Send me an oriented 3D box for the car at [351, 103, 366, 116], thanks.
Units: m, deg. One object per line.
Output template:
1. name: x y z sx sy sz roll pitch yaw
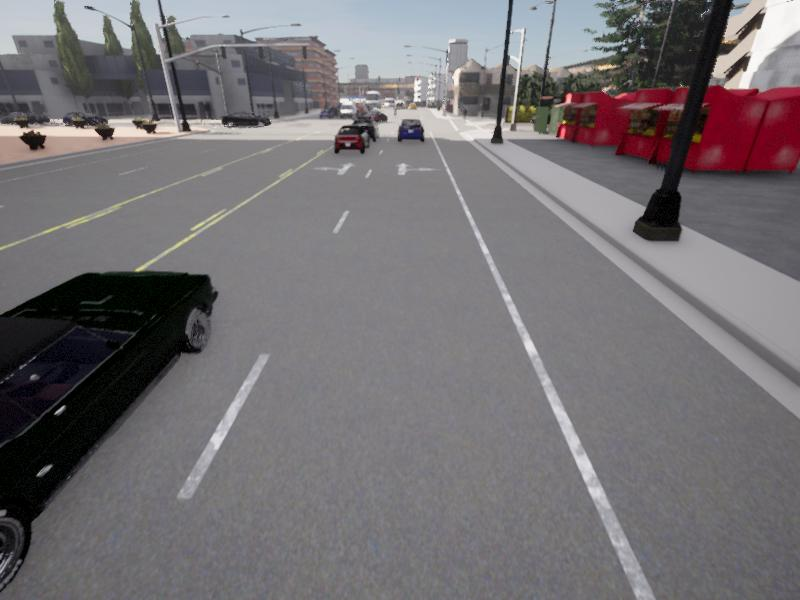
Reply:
1. car: -8.028 -37.162 77.925 2.150 2.045 5.566 1 27 2

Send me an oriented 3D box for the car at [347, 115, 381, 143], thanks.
1. car: -2.637 -12.996 30.270 1.930 1.638 5.238 1 27 1

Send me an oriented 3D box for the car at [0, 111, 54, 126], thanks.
1. car: -44.130 -21.228 46.745 5.357 1.411 2.033 2 26 3

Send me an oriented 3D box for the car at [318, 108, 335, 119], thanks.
1. car: -11.973 -30.346 65.164 1.816 1.474 4.193 1 26 2

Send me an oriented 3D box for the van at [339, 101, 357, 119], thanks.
1. van: -8.440 -31.096 65.487 1.988 2.561 5.915 1 27 1

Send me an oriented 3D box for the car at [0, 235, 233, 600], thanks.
1. car: -3.547 0.772 3.704 1.895 1.301 4.718 1 27 1

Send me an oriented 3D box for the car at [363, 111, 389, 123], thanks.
1. car: -3.153 -24.828 54.269 1.994 1.385 4.181 9 28 18

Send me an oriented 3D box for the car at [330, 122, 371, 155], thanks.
1. car: -2.857 -9.808 24.175 1.816 1.474 4.193 1 27 2

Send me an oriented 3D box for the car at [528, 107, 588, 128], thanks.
1. car: 17.421 -20.328 44.512 5.566 2.045 2.150 1 26 2

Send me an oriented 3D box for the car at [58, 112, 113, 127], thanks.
1. car: -33.922 -19.492 43.192 4.193 1.474 1.816 1 26 2

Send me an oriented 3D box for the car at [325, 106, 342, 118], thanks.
1. car: -11.752 -33.549 71.352 1.930 1.638 5.238 1 27 2

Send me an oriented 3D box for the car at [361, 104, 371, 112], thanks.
1. car: -7.635 -43.192 89.979 1.816 1.474 4.193 1 28 1

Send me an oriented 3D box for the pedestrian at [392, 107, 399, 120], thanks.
1. pedestrian: -0.659 -28.428 60.925 0.751 1.860 0.751 -16 30 -29

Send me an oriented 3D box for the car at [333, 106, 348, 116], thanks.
1. car: -11.545 -36.851 77.868 1.882 1.535 5.008 1 27 2

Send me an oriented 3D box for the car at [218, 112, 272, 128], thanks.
1. car: -16.577 -19.414 43.096 5.008 1.535 1.882 -3 27 -6

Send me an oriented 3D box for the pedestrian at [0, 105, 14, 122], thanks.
1. pedestrian: -50.291 -23.805 51.014 0.751 1.860 0.751 17 31 30

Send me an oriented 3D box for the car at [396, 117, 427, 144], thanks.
1. car: 0.847 -12.783 30.037 2.163 1.488 4.792 1 27 2

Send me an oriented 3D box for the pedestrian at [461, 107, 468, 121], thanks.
1. pedestrian: 9.694 -27.931 60.002 0.751 1.860 0.751 -3 26 -6
